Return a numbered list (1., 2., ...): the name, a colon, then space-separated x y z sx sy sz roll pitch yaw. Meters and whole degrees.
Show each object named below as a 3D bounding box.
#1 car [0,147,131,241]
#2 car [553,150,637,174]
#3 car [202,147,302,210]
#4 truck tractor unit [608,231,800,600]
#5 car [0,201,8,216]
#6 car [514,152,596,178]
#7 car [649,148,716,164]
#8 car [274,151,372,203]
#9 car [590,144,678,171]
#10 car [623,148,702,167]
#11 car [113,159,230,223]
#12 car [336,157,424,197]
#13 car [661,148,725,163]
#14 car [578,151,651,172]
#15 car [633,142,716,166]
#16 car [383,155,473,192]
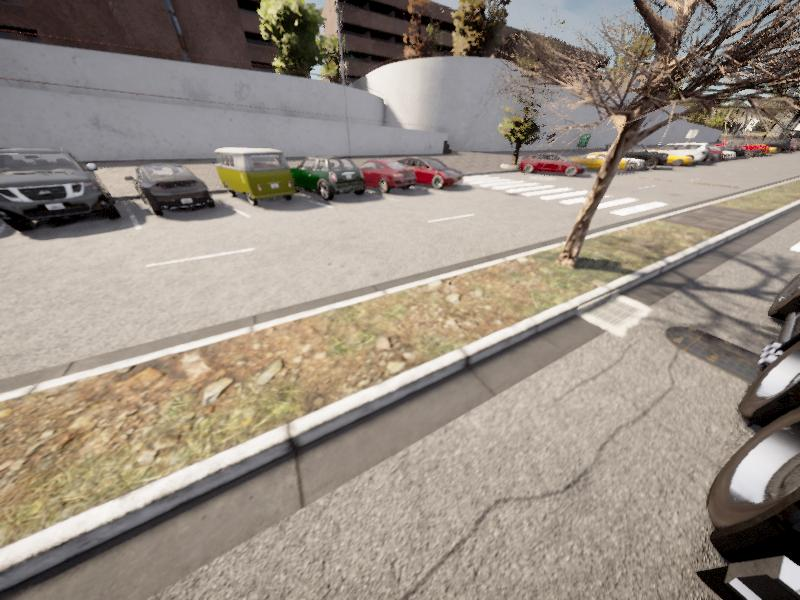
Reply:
1. car: -11.724 -3.955 7.833 5.566 2.045 2.435 27 42 34
2. car: 17.281 -12.470 20.730 5.366 1.575 1.946 27 43 34
3. car: -6.555 -5.550 10.213 4.442 1.987 1.878 27 43 34
4. truck tractor unit: 5.050 -0.358 0.855 6.516 4.208 3.053 -21 40 -27
5. car: -14.299 -3.118 6.653 4.442 1.987 1.878 27 42 34
6. car: 12.128 -10.789 18.332 4.792 1.488 2.163 27 42 34
7. car: 33.351 -17.197 27.520 4.792 1.488 2.163 27 43 34
8. car: -3.803 -6.195 11.333 4.553 1.767 2.185 27 43 34
9. car: 22.766 -14.186 22.777 5.566 2.045 2.435 27 42 34
10. car: 28.195 -15.526 25.112 5.366 1.575 1.946 27 43 34
11. car: -9.104 -4.534 9.128 4.892 1.521 2.231 27 43 34
12. car: -1.183 -6.850 12.586 4.674 1.452 2.002 27 43 34
13. car: 36.040 -17.995 28.652 4.674 1.452 2.002 27 43 34
14. car: 20.080 -13.163 21.808 4.674 1.452 2.002 27 42 34
15. car: 30.693 -16.617 26.227 5.566 2.045 2.435 27 43 34
16. car: 1.499 -7.640 13.723 4.792 1.488 2.163 27 42 34
